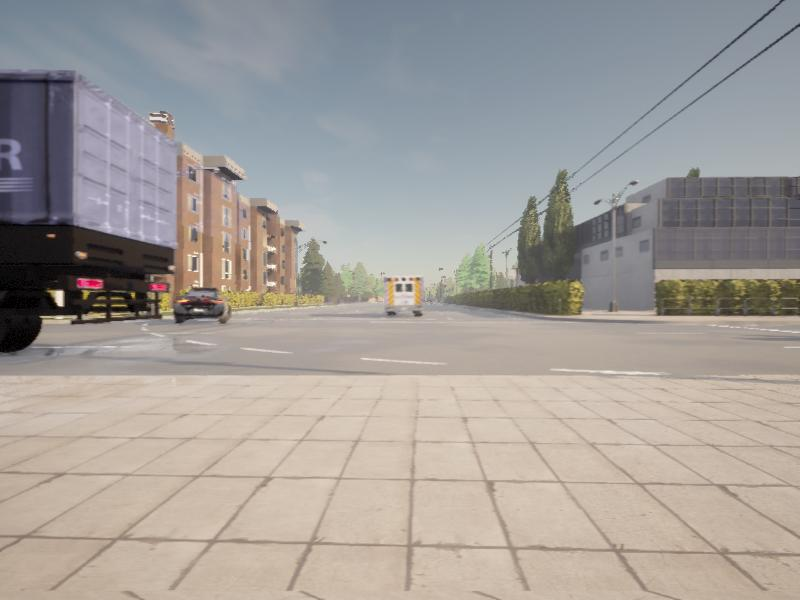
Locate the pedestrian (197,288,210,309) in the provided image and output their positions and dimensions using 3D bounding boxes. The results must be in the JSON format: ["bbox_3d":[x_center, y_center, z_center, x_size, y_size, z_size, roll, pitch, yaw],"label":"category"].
[{"bbox_3d":[-17.128,-0.118,34.951,0.751,1.860,0.751,0,0,2],"label":"pedestrian"}]

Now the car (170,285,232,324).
[{"bbox_3d":[-8.999,0.221,18.494,2.038,1.542,4.974,1,-1,-21],"label":"car"}]

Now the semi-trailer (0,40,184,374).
[{"bbox_3d":[-11.426,-1.220,6.569,14.254,4.402,2.717,0,0,-1],"label":"semi-trailer"}]

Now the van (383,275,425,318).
[{"bbox_3d":[0.377,-0.231,26.237,2.351,2.431,6.366,-2,0,3],"label":"van"}]
